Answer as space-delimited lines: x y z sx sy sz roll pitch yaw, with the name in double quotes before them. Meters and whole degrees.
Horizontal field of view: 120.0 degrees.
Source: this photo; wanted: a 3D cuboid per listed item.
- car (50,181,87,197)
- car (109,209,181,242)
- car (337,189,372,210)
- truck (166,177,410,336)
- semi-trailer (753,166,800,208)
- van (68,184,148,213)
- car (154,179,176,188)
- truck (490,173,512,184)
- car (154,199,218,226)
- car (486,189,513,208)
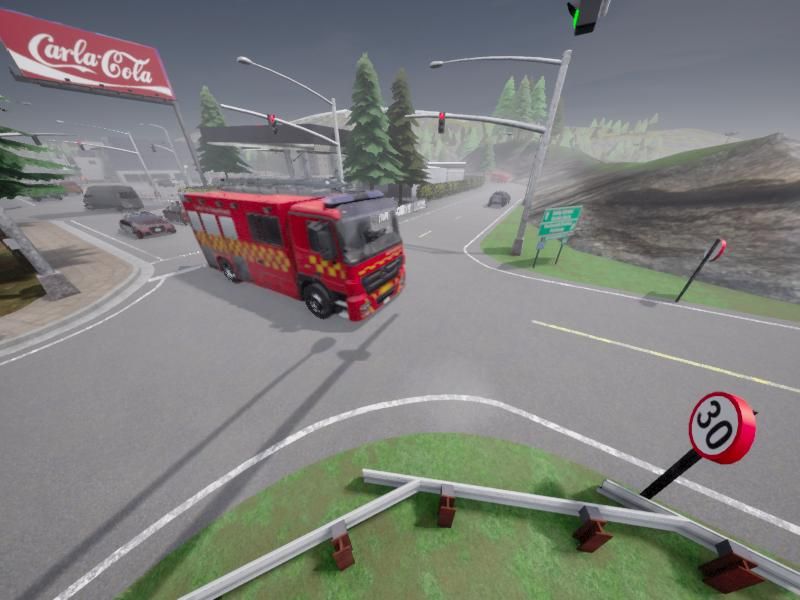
"car" -54.719 -18.444 38.114 5.566 2.045 2.150 16 34 26
"car" -17.611 -5.272 15.974 4.181 1.385 1.994 17 34 26
"car" -5.367 -12.080 27.650 1.905 1.878 3.866 16 34 26
"truck" -4.084 -2.302 8.553 8.468 3.827 2.891 16 34 26
"semi-trailer" 50.582 -13.580 27.708 2.717 4.402 14.254 16 34 26
"van" -32.077 -11.257 25.508 5.915 2.561 1.988 7 30 9
"car" -54.495 -27.084 53.607 4.514 1.523 2.007 16 34 26
"truck" 29.740 -35.823 68.147 2.627 2.467 5.204 -14 34 -25
"car" -18.367 -7.606 19.871 4.611 1.667 2.242 16 32 26
"car" 12.787 -13.020 29.520 2.033 1.649 4.856 17 34 26
